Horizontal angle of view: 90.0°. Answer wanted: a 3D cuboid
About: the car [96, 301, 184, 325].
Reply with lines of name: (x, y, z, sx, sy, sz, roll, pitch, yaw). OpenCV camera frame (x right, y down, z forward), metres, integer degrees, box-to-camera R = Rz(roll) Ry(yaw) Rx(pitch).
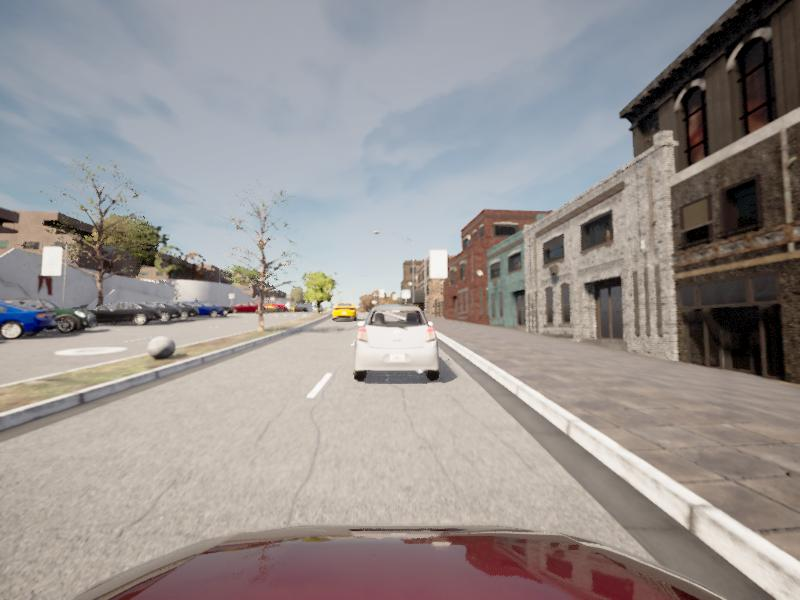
car: (-18.029, 0.843, 28.059, 4.892, 1.521, 2.231, 0, 0, -25)

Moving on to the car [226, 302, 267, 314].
car: (-20.939, 1.058, 54.606, 5.008, 1.535, 2.097, 0, -1, -26)

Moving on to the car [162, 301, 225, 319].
car: (-18.946, 0.874, 36.884, 5.008, 1.535, 2.097, 0, 0, -26)

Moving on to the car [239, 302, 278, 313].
car: (-21.453, 1.163, 60.608, 5.366, 1.575, 1.946, 0, -1, -26)

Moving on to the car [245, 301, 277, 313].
car: (-21.981, 1.104, 63.465, 4.553, 1.767, 2.185, 0, -1, -26)

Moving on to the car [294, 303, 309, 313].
car: (-17.873, 1.426, 72.489, 1.930, 1.638, 5.238, 0, -1, -6)

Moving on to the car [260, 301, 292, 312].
car: (-23.319, 1.289, 75.292, 5.566, 2.045, 2.435, 0, -2, -26)

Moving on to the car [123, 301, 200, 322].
car: (-18.307, 0.852, 31.005, 4.892, 1.521, 2.231, 0, 0, -25)

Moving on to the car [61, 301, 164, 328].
car: (-17.778, 0.836, 25.114, 4.892, 1.521, 2.231, 0, 0, -24)

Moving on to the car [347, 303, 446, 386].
car: (-0.102, 0.846, 9.296, 1.845, 1.501, 3.633, 0, 0, -1)

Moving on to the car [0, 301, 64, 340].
car: (-17.191, 0.820, 16.276, 5.008, 1.535, 2.097, -1, 0, -23)

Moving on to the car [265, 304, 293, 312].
car: (-23.634, 1.635, 78.258, 5.008, 1.535, 2.097, 0, -2, -26)

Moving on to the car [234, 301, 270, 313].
car: (-21.313, 0.983, 57.552, 4.553, 1.767, 2.185, 0, -1, -26)

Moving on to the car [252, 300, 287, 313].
car: (-22.601, 1.123, 69.413, 5.566, 2.045, 2.435, 0, -2, -26)

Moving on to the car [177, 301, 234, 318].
car: (-19.276, 0.890, 39.828, 5.008, 1.535, 2.097, 0, -1, -26)

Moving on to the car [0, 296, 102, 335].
car: (-17.396, 0.699, 19.214, 4.553, 1.767, 2.185, -1, 0, -23)

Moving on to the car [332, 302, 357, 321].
car: (-4.652, 0.927, 34.154, 1.882, 1.535, 5.008, 0, 0, -6)
